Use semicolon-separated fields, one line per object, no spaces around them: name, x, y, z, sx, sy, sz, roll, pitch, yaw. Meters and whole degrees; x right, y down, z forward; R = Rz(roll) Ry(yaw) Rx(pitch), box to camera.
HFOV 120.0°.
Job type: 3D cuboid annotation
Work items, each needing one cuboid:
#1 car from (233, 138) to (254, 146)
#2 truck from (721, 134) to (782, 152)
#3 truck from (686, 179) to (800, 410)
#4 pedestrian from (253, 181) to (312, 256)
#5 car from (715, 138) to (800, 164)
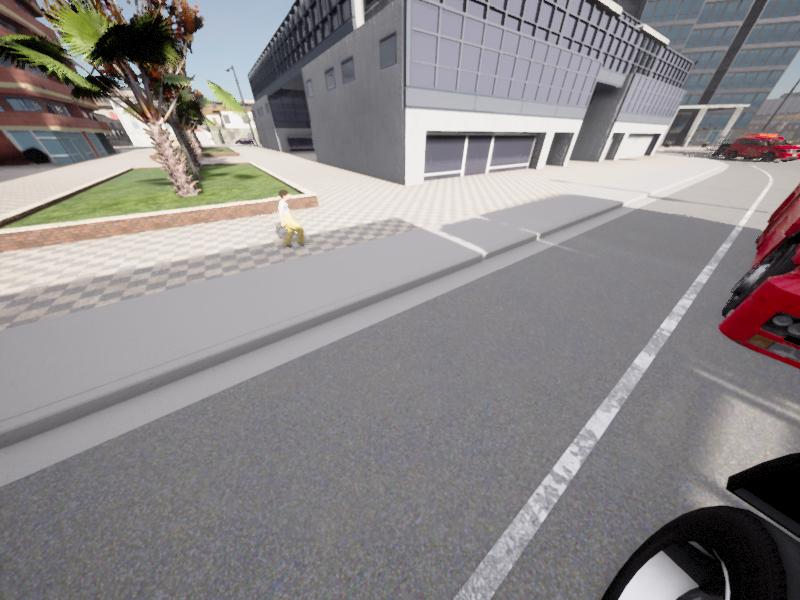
car;-35.674;-36.133;52.732;3.633;1.501;1.845;-22;40;-28
truck;59.952;-26.952;39.556;5.204;2.467;2.627;-2;35;-3
truck;7.858;-1.575;2.774;8.468;3.827;2.891;-22;41;-28
pedestrian;-2.495;-1.753;4.965;0.751;1.300;0.751;-17;39;-22
car;37.430;-15.511;23.861;2.150;2.045;5.566;2;35;3
